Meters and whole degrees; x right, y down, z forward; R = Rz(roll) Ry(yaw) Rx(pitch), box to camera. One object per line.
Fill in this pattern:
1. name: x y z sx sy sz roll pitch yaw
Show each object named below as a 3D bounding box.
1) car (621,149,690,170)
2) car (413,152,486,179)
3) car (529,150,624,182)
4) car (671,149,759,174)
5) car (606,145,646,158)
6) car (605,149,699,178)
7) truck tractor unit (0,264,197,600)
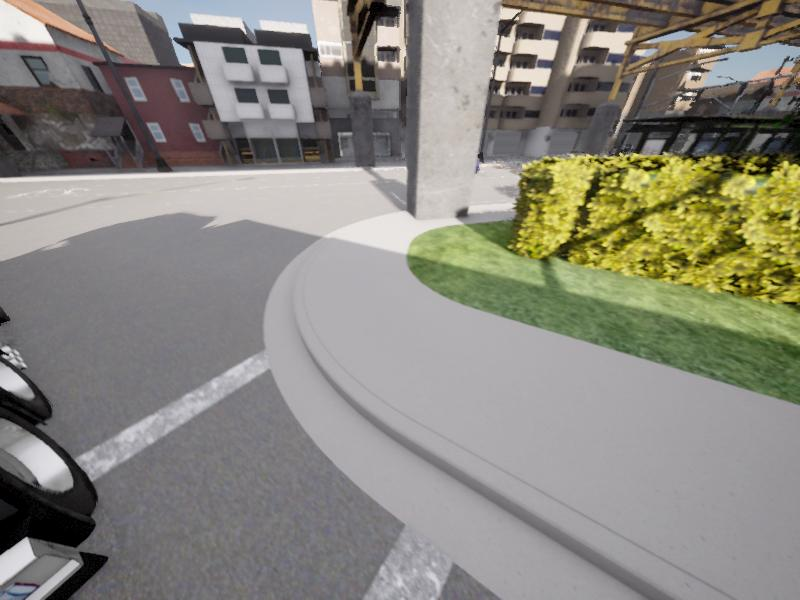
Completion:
1. car: 23.804 -13.172 21.615 4.674 1.442 1.812 -9 36 -12
2. car: 3.569 -10.087 17.266 4.792 1.488 2.163 -9 36 -12
3. car: 12.161 -9.405 16.082 5.238 1.638 1.930 -9 36 -12
4. car: 25.816 -11.445 19.031 4.974 1.542 2.038 -9 36 -12
5. car: 34.402 -22.841 35.374 2.038 1.542 4.974 6 35 9
6. car: 18.963 -10.422 17.521 5.027 1.651 2.152 -9 36 -12
7. truck tractor unit: -5.110 -0.301 0.781 6.516 4.208 3.053 18 39 24
